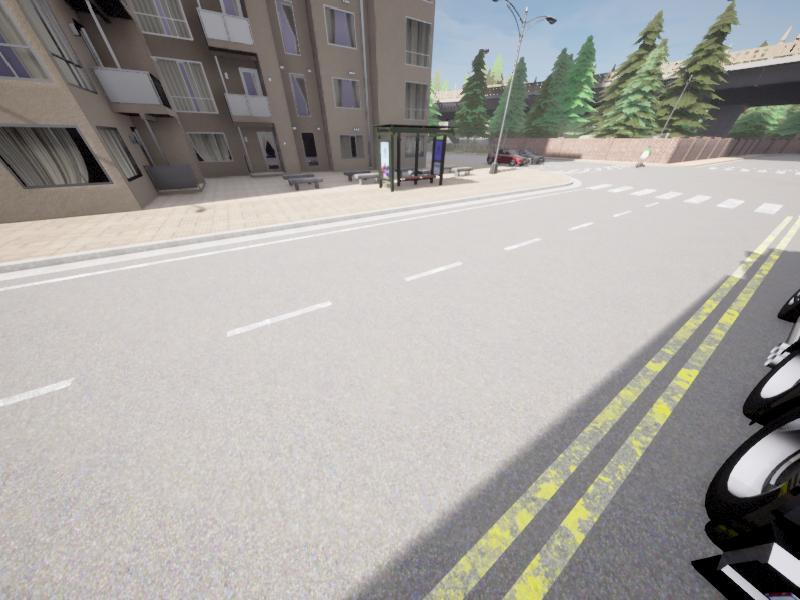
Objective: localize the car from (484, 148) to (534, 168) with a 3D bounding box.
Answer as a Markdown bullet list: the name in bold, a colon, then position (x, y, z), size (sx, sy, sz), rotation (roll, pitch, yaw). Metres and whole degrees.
- **car**: position (11.060, -14.707, 23.811), size (1.816, 1.474, 4.193), rotation (-20, 39, -26)

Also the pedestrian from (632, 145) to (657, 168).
- **pedestrian**: position (23.500, -13.805, 22.230), size (0.751, 1.860, 0.751), rotation (-18, 39, -24)

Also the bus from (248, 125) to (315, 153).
- **bus**: position (-22.581, -31.433, 45.145), size (10.273, 4.253, 3.944), rotation (-4, 35, -7)

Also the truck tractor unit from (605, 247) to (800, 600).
- **truck tractor unit**: position (5.081, -0.330, 0.821), size (6.516, 4.208, 3.053), rotation (-19, 39, -25)

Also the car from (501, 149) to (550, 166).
- **car**: position (13.809, -15.899, 25.636), size (1.994, 1.385, 4.181), rotation (-20, 40, -27)
